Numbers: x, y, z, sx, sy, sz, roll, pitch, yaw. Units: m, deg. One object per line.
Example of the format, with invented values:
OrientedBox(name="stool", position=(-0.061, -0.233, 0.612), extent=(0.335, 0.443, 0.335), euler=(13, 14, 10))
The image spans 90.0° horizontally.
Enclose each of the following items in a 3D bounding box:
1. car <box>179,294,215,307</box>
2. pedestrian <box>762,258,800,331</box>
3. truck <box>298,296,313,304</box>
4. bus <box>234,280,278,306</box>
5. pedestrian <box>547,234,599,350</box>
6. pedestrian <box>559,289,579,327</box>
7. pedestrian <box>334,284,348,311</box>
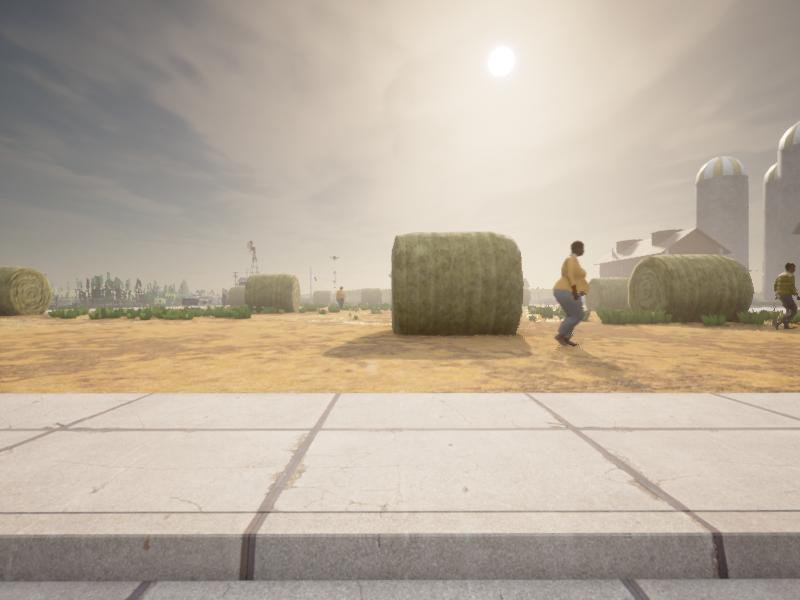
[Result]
OrientedBox(name="car", position=(-26.628, 0.136, 52.806), extent=(1.930, 1.638, 5.238), euler=(0, 0, 2))
OrientedBox(name="pedestrian", position=(10.219, -0.142, 10.560), extent=(0.751, 1.860, 0.751), euler=(0, 0, 21))
OrientedBox(name="truck", position=(-24.294, -0.060, 103.135), extent=(2.390, 2.098, 6.274), euler=(0, 0, 0))
OrientedBox(name="bus", position=(-25.894, -1.174, 72.545), extent=(3.944, 4.253, 10.273), euler=(0, 0, 2))
OrientedBox(name="pedestrian", position=(2.950, -0.132, 6.898), extent=(0.751, 1.860, 0.751), euler=(0, 0, 18))
OrientedBox(name="pedestrian", position=(4.965, 0.237, 11.763), extent=(0.500, 1.100, 0.500), euler=(0, 0, 17))
OrientedBox(name="pedestrian", position=(-4.174, -0.147, 28.236), extent=(0.751, 1.860, 0.751), euler=(0, 0, -39))
